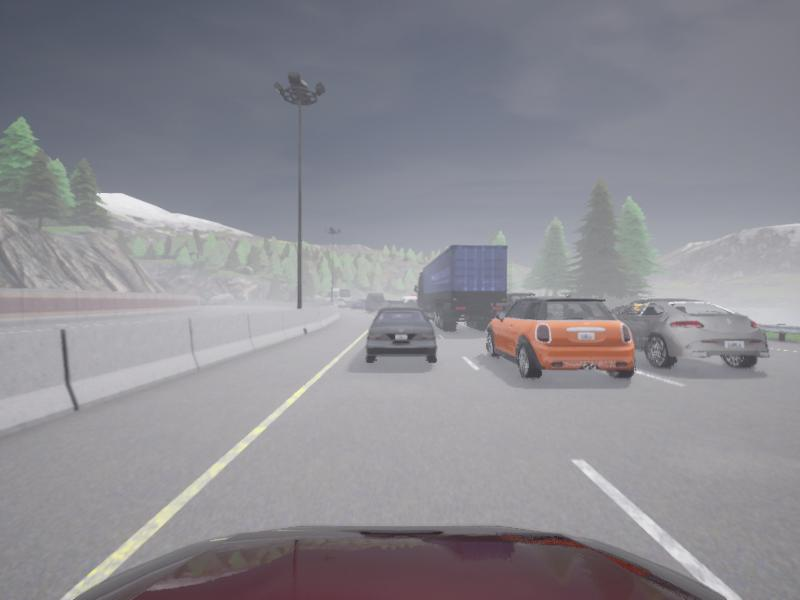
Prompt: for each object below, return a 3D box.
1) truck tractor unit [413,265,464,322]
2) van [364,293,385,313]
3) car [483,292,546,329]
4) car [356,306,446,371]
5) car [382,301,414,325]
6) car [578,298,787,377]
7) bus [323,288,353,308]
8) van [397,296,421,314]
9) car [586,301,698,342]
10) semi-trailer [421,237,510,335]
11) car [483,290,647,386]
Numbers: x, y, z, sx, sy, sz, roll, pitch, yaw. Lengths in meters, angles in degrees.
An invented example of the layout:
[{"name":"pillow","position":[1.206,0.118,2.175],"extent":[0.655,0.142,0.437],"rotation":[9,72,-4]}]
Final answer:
[{"name":"truck tractor unit","position":[2.980,-0.486,33.024],"extent":[3.053,4.208,6.516],"rotation":[0,0,-4]},{"name":"van","position":[-3.392,0.381,52.647],"extent":[1.988,2.561,5.915],"rotation":[0,0,-11]},{"name":"car","position":[6.921,0.597,24.880],"extent":[2.150,2.045,5.566],"rotation":[0,0,-2]},{"name":"car","position":[0.038,0.908,11.721],"extent":[2.033,1.411,5.357],"rotation":[0,0,0]},{"name":"car","position":[-0.253,0.855,28.685],"extent":[2.038,1.542,4.974],"rotation":[0,0,-3]},{"name":"car","position":[7.035,0.793,10.901],"extent":[2.152,1.651,5.027],"rotation":[0,0,0]},{"name":"bus","position":[-14.678,-0.430,93.591],"extent":[3.944,4.253,10.273],"rotation":[0,0,-27]},{"name":"van","position":[0.987,0.623,48.286],"extent":[2.069,2.038,4.480],"rotation":[0,0,-10]},{"name":"car","position":[10.546,0.821,18.041],"extent":[1.801,1.575,5.366],"rotation":[0,0,0]},{"name":"semi-trailer","position":[3.341,-0.591,25.120],"extent":[2.717,4.402,14.254],"rotation":[0,0,-2]},{"name":"car","position":[3.531,0.706,9.695],"extent":[2.097,1.767,4.553],"rotation":[0,0,0]}]
